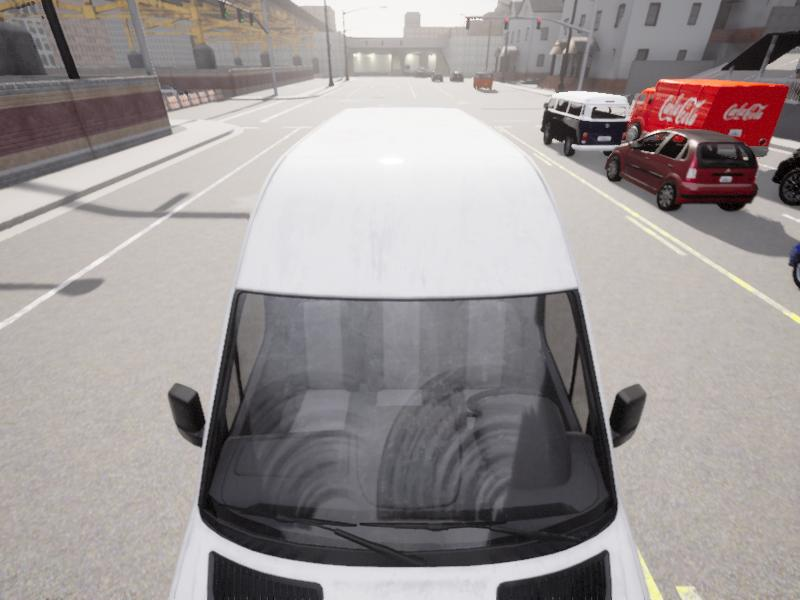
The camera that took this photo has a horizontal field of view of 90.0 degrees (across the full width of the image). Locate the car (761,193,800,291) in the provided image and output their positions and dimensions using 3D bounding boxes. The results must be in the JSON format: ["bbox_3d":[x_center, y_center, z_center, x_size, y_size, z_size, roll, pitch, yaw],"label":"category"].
[{"bbox_3d":[6.995,0.051,4.367,1.812,1.442,4.674,0,31,0],"label":"car"}]

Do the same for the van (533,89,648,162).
[{"bbox_3d":[6.972,-6.845,15.393,2.069,2.038,4.480,0,31,0],"label":"van"}]

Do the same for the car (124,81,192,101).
[{"bbox_3d":[-20.343,-17.742,33.880,1.853,1.218,4.536,15,34,24],"label":"car"}]

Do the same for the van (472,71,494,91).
[{"bbox_3d":[10.386,-27.502,50.228,1.775,1.987,4.442,0,31,0],"label":"van"}]

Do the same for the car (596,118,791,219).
[{"bbox_3d":[6.989,-3.523,10.224,1.851,1.617,3.988,0,31,0],"label":"car"}]

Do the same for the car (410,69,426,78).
[{"bbox_3d":[4.067,-51.601,91.143,1.930,1.638,5.238,-9,32,-15],"label":"car"}]

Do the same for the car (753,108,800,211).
[{"bbox_3d":[10.473,-2.297,7.729,2.150,2.045,5.566,0,31,0],"label":"car"}]

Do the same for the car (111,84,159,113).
[{"bbox_3d":[-19.515,-14.891,29.387,2.038,1.542,4.974,-21,36,-31],"label":"car"}]

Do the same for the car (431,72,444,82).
[{"bbox_3d":[6.800,-40.581,72.771,2.007,1.525,4.514,0,31,0],"label":"car"}]

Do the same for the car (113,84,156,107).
[{"bbox_3d":[-19.546,-15.047,29.342,1.853,1.218,4.536,-21,36,-31],"label":"car"}]

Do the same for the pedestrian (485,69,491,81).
[{"bbox_3d":[15.790,-40.557,71.984,0.751,1.860,0.751,-1,31,-2],"label":"pedestrian"}]

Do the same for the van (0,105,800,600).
[{"bbox_3d":[0.029,-0.024,3.403,1.988,2.561,5.915,0,30,0],"label":"van"}]

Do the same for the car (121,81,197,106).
[{"bbox_3d":[-20.319,-17.630,34.000,2.038,1.542,4.974,15,34,24],"label":"car"}]

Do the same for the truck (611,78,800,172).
[{"bbox_3d":[10.352,-6.495,14.383,2.627,2.467,5.204,1,31,1],"label":"truck"}]

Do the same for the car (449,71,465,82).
[{"bbox_3d":[10.301,-40.533,72.600,2.242,1.667,4.611,0,31,0],"label":"car"}]
